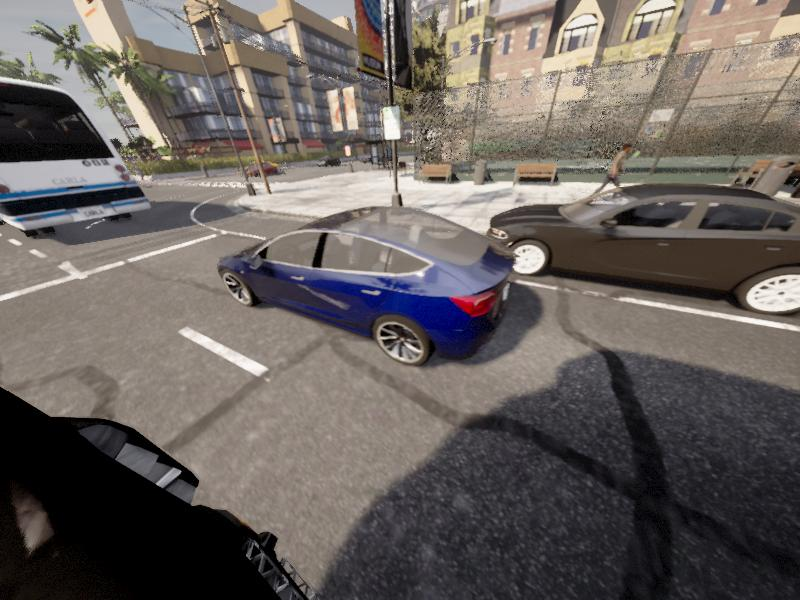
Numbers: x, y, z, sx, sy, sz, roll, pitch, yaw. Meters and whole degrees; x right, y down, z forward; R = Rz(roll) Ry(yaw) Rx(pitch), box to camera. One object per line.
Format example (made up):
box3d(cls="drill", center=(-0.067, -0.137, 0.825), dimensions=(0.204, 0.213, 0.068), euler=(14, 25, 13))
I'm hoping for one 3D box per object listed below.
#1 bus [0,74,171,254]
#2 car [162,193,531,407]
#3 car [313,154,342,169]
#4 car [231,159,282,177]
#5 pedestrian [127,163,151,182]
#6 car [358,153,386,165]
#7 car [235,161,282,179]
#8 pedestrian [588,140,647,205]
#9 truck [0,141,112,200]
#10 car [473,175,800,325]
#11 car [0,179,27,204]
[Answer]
box3d(cls="bus", center=(-15.238, -5.223, 9.234), dimensions=(10.273, 4.253, 3.944), euler=(13, 37, 24))
box3d(cls="car", center=(-0.853, -0.623, 3.642), dimensions=(4.792, 1.488, 2.163), euler=(14, 37, 24))
box3d(cls="car", center=(-11.082, -21.422, 35.714), dimensions=(1.851, 1.617, 3.988), euler=(13, 37, 23))
box3d(cls="car", center=(-18.471, -17.284, 30.103), dimensions=(1.801, 1.575, 5.366), euler=(13, 37, 23))
box3d(cls="pedestrian", center=(-29.336, -14.326, 25.957), dimensions=(0.751, 1.860, 0.751), euler=(2, 34, 8))
box3d(cls="car", center=(-4.725, -24.268, 39.678), dimensions=(2.033, 1.411, 5.357), euler=(13, 37, 23))
box3d(cls="car", center=(-16.407, -15.249, 27.058), dimensions=(1.994, 1.385, 4.181), euler=(14, 37, 23))
box3d(cls="pedestrian", center=(7.291, -4.304, 7.863), dimensions=(0.751, 1.860, 0.751), euler=(15, 37, 25))
box3d(cls="truck", center=(-31.834, -10.894, 19.528), dimensions=(8.468, 3.827, 2.891), euler=(-9, 34, -9))
box3d(cls="car", center=(4.171, -1.214, 4.072), dimensions=(5.008, 1.535, 2.097), euler=(14, 37, 23))
box3d(cls="car", center=(-31.476, -7.795, 16.953), dimensions=(3.806, 1.475, 1.970), euler=(-8, 34, -7))
